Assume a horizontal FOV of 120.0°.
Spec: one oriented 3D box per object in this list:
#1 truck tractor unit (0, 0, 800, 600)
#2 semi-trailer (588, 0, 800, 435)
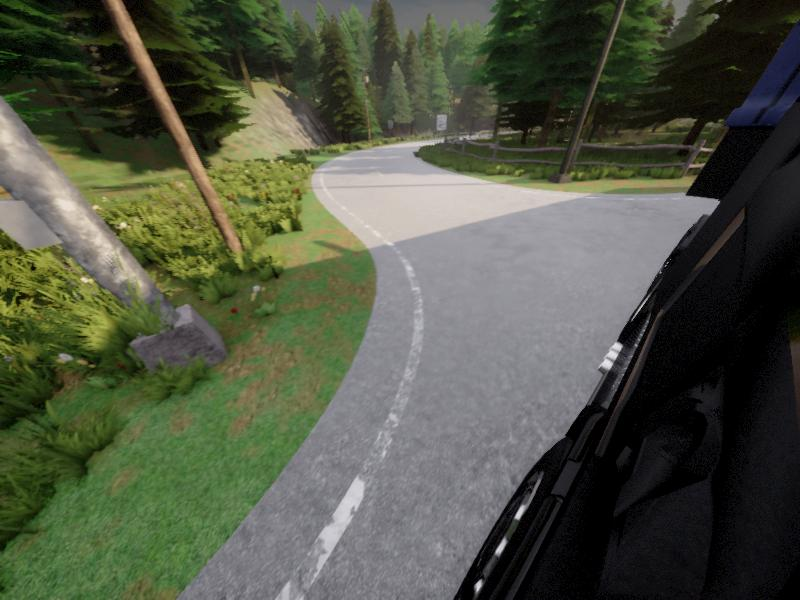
[{"bbox_3d":[2.645,-0.295,0.351,6.516,4.208,3.053,-28,44,-30],"label":"truck tractor unit"},{"bbox_3d":[9.368,-3.032,3.431,14.254,4.402,2.717,-20,40,-21],"label":"semi-trailer"}]
